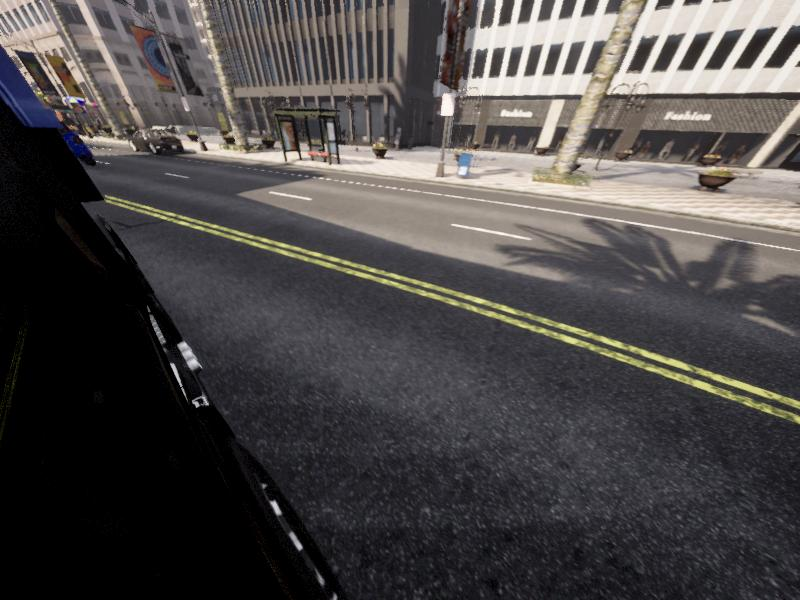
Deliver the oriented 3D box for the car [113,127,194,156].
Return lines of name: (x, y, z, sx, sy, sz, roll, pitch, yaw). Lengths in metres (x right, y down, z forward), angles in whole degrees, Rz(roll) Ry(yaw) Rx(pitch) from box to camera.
car: (-19.163, -12.404, 18.017, 4.892, 1.521, 2.231, 17, 39, 19)

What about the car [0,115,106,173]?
car: (-18.500, -8.054, 11.761, 5.566, 2.045, 2.150, 17, 39, 19)

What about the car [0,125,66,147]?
car: (-31.861, -14.215, 19.963, 4.718, 1.301, 1.895, 17, 39, 19)

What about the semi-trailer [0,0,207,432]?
semi-trailer: (-9.080, -3.288, 3.853, 14.254, 4.402, 2.717, 23, 41, 26)

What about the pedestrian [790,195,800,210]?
pedestrian: (15.759, -4.257, 8.381, 0.751, 1.860, 0.751, -23, 44, -30)

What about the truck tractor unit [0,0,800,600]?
truck tractor unit: (-2.645, -0.295, 0.351, 6.516, 4.208, 3.053, 28, 44, 30)
